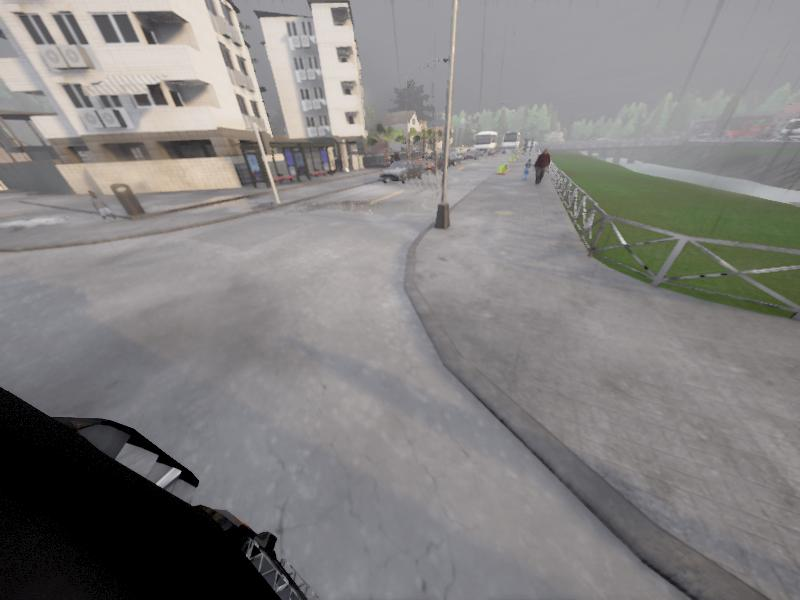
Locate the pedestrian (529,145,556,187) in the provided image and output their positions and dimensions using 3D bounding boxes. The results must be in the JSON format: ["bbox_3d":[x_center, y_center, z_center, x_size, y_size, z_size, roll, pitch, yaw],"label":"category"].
[{"bbox_3d":[7.508,-7.073,12.251,0.751,1.860,0.751,12,36,21],"label":"pedestrian"}]

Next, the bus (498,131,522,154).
[{"bbox_3d":[27.274,-38.920,57.203,3.944,4.253,10.273,13,36,22],"label":"bus"}]

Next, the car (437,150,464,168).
[{"bbox_3d":[6.297,-17.411,28.462,1.930,1.638,5.238,13,36,22],"label":"car"}]

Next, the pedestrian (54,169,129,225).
[{"bbox_3d":[-11.745,-3.940,8.876,0.751,1.860,0.751,10,36,19],"label":"pedestrian"}]

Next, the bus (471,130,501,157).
[{"bbox_3d":[18.332,-32.972,48.832,3.944,4.253,10.273,13,36,22],"label":"bus"}]

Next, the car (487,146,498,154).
[{"bbox_3d":[23.915,-38.692,59.573,1.801,1.575,5.366,13,36,22],"label":"car"}]

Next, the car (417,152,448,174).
[{"bbox_3d":[3.256,-13.719,23.109,1.851,1.617,3.988,13,36,22],"label":"car"}]

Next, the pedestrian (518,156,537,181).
[{"bbox_3d":[7.945,-8.181,14.408,0.751,1.300,0.751,14,37,24],"label":"pedestrian"}]

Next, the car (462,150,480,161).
[{"bbox_3d":[11.736,-23.888,38.146,1.994,1.385,4.181,12,36,21],"label":"car"}]

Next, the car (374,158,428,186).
[{"bbox_3d":[0.282,-10.022,17.908,2.033,1.411,5.357,13,36,22],"label":"car"}]

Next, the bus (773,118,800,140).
[{"bbox_3d":[93.925,-39.179,52.755,3.944,4.253,10.273,13,36,22],"label":"bus"}]

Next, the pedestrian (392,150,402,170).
[{"bbox_3d":[-0.367,-15.956,26.304,0.751,1.860,0.751,-30,42,-35],"label":"pedestrian"}]
